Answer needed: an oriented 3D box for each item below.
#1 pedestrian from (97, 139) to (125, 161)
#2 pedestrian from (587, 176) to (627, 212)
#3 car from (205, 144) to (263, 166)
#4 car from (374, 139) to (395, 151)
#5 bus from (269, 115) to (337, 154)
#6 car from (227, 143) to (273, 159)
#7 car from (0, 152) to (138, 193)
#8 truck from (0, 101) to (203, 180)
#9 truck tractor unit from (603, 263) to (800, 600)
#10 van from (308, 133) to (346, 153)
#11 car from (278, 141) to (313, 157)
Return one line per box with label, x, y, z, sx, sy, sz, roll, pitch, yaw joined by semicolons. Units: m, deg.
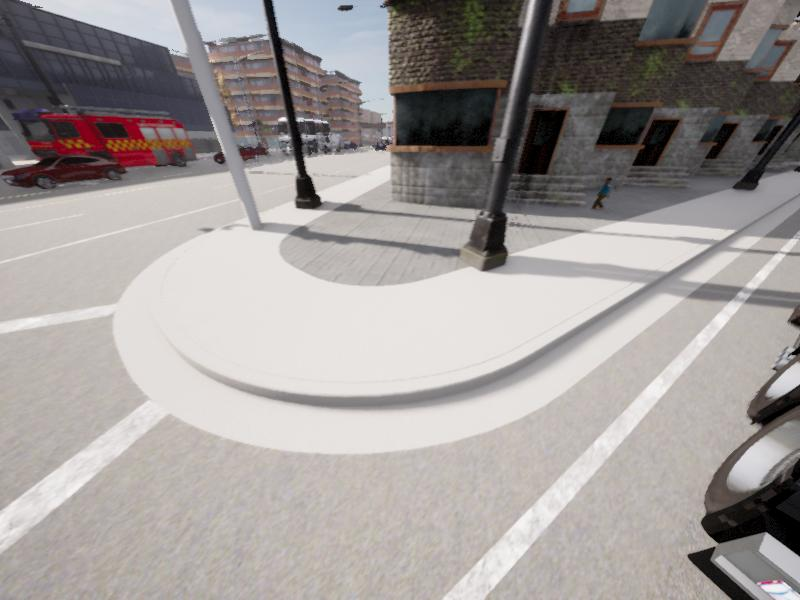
pedestrian;-28.703;-14.903;22.946;0.751;1.860;0.751;7;35;10
pedestrian;7.418;-3.826;8.328;0.500;1.100;0.500;2;35;3
car;-15.615;-13.909;22.093;1.816;1.474;4.193;9;37;12
car;-2.551;-26.466;39.461;2.242;1.667;4.611;9;36;12
bus;-14.290;-25.460;35.723;3.944;4.253;10.273;9;36;12
car;-17.513;-17.632;27.285;1.994;1.385;4.181;9;37;12
car;-18.642;-7.345;13.046;1.812;1.442;4.674;9;37;12
truck;-20.669;-11.781;17.192;2.891;3.827;8.468;9;37;12
truck tractor unit;5.106;-0.302;0.801;6.516;4.208;3.053;-18;38;-24
van;-11.038;-24.191;35.503;2.351;2.431;6.366;9;36;12
car;-13.175;-19.219;29.353;1.970;1.475;3.806;9;37;12
